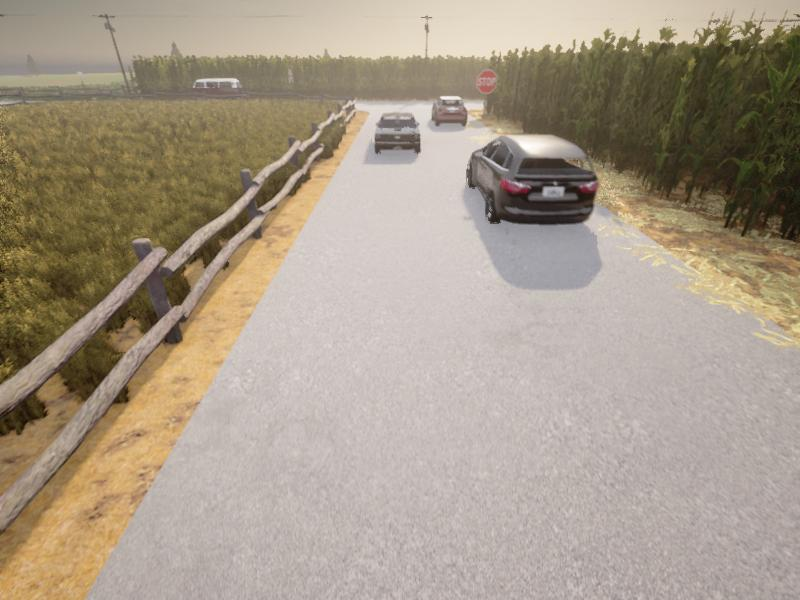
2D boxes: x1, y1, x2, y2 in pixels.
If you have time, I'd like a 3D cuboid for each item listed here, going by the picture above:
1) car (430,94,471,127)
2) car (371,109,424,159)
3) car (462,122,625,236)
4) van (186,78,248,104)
[{"bbox_3d":[2.960,-11.513,24.236,1.970,1.475,3.806,0,30,0],"label":"car"},{"bbox_3d":[-0.101,-7.124,16.906,1.895,1.301,4.718,0,30,0],"label":"car"},{"bbox_3d":[3.035,-3.197,9.816,2.242,1.667,4.611,0,30,0],"label":"car"},{"bbox_3d":[-17.169,-19.752,37.766,4.480,2.038,2.069,0,30,0],"label":"van"}]
